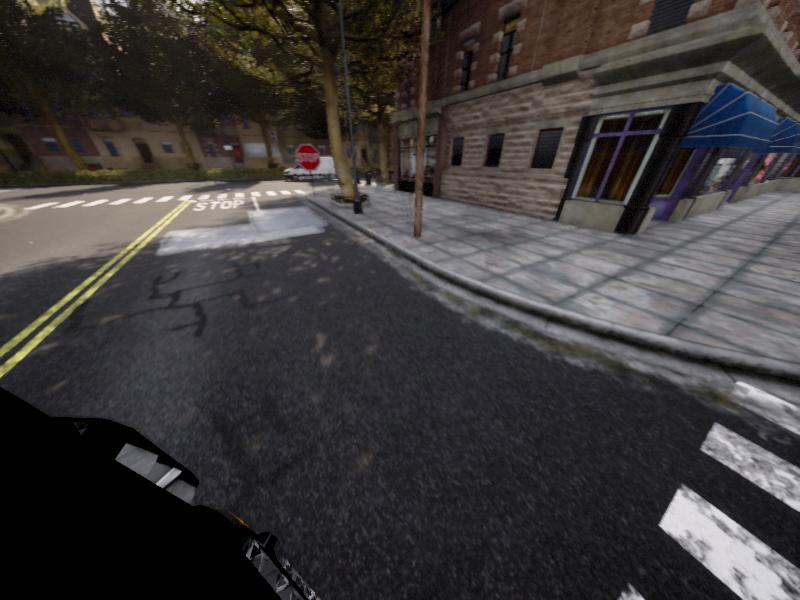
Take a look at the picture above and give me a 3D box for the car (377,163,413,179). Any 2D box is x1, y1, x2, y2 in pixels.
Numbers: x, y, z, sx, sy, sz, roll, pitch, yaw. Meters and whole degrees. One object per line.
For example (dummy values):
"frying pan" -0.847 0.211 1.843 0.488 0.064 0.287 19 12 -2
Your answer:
"car" -0.691 -18.508 32.942 4.605 1.855 1.932 -17 35 -26

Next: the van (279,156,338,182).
"van" -10.825 -15.759 27.719 5.915 2.561 1.988 -16 35 -26

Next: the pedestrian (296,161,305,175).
"pedestrian" -15.347 -20.338 35.537 0.751 1.860 0.751 -17 35 -26
